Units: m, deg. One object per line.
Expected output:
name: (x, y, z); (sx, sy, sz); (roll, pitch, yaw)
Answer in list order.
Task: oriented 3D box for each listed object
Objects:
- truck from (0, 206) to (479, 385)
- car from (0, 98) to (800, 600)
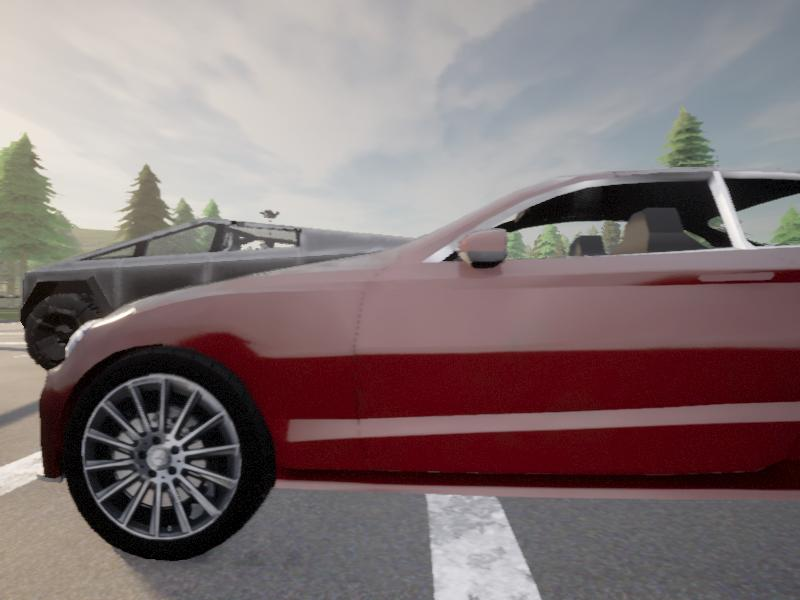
truck: (-2.109, -0.058, 6.131); (6.274, 2.098, 2.390); (0, 0, 4)
car: (0.939, 0.177, 2.390); (5.027, 1.651, 2.152); (0, 0, 4)
